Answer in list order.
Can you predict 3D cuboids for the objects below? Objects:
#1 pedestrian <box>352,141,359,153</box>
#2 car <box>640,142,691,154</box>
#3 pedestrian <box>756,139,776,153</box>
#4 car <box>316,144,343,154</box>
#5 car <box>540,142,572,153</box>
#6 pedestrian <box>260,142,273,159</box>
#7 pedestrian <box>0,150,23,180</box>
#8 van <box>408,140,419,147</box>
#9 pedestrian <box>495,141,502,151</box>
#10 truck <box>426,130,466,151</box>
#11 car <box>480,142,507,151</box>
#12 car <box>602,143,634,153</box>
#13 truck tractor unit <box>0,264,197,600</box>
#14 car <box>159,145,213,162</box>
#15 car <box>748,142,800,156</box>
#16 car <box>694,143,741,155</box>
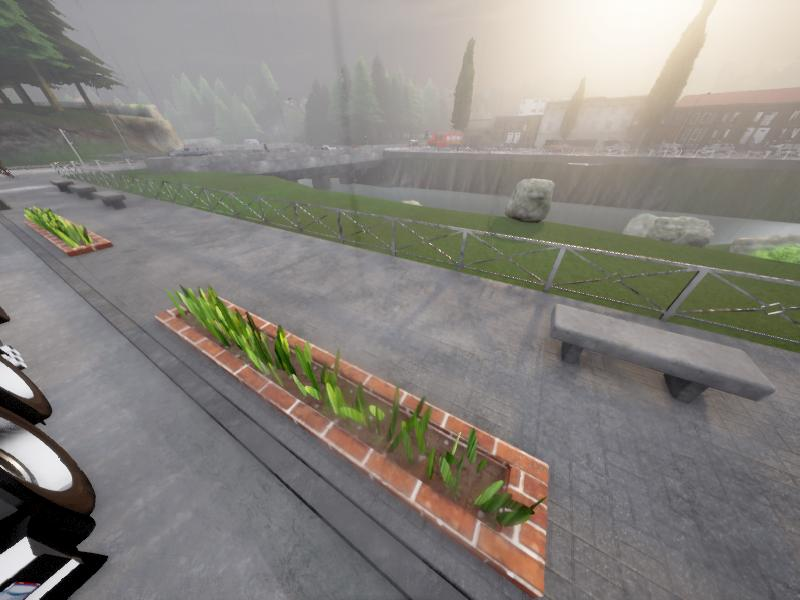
[{"bbox_3d":[-8.528,-29.296,44.249,0.751,1.860,0.751,20,40,26],"label":"pedestrian"},{"bbox_3d":[45.418,-26.097,39.676,5.238,1.638,1.930,18,39,24],"label":"car"},{"bbox_3d":[61.239,-25.754,38.677,0.751,1.860,0.751,18,39,24],"label":"pedestrian"},{"bbox_3d":[-13.791,-29.958,45.749,2.038,1.542,4.974,18,39,24],"label":"car"},{"bbox_3d":[31.284,-30.694,46.395,5.027,1.651,2.152,18,39,24],"label":"car"},{"bbox_3d":[-17.895,-19.984,30.954,0.751,1.860,0.751,18,39,24],"label":"pedestrian"},{"bbox_3d":[-27.090,-9.211,15.546,0.751,1.860,0.751,5,35,7],"label":"pedestrian"},{"bbox_3d":[4.569,-53.008,78.250,2.069,2.038,4.480,18,39,24],"label":"van"},{"bbox_3d":[20.969,-32.714,49.118,0.751,1.860,0.751,25,42,31],"label":"pedestrian"},{"bbox_3d":[10.901,-38.243,55.451,8.468,3.827,2.891,18,39,24],"label":"truck"},{"bbox_3d":[20.761,-34.127,51.394,4.856,1.649,2.033,18,39,24],"label":"car"},{"bbox_3d":[39.811,-27.853,42.382,3.806,1.475,1.970,18,39,24],"label":"car"},{"bbox_3d":[-5.112,-0.299,0.780,6.516,4.208,3.053,18,39,24],"label":"truck tractor unit"},{"bbox_3d":[-28.686,-19.775,31.123,2.242,1.667,4.611,18,39,24],"label":"car"},{"bbox_3d":[56.805,-22.386,34.268,5.238,1.638,1.930,18,39,24],"label":"car"},{"bbox_3d":[50.846,-24.258,37.142,3.806,1.475,1.970,18,39,25],"label":"car"}]
